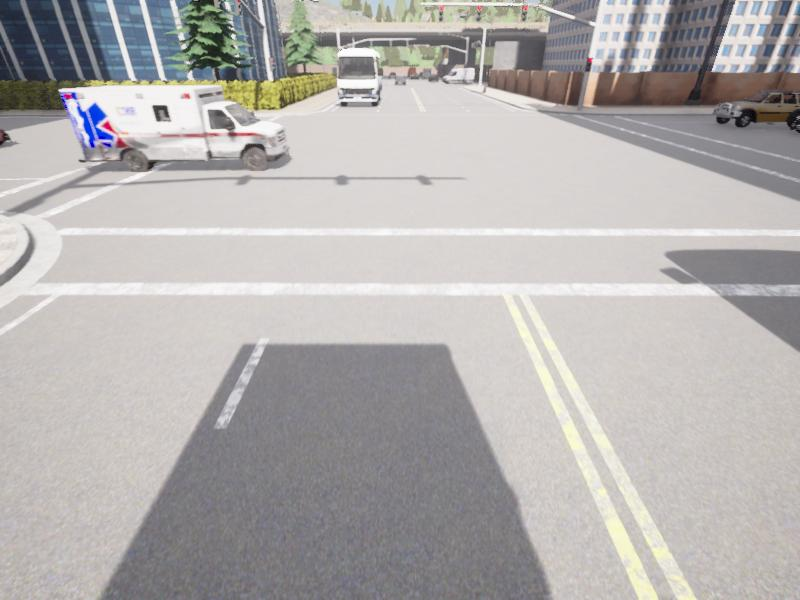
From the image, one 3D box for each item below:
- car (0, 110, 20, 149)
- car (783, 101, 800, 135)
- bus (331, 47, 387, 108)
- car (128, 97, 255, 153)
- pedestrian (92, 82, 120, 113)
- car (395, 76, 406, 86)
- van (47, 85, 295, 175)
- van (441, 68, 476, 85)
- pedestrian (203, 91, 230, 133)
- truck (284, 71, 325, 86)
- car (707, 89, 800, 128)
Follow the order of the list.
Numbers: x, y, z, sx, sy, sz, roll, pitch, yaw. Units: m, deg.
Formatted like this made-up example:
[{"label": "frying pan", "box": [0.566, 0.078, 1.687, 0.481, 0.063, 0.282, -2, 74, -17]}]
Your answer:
[{"label": "car", "box": [-18.899, -6.961, 16.502, 4.181, 1.385, 1.994, 0, 30, 0]}, {"label": "car", "box": [22.069, -8.959, 19.823, 3.806, 1.475, 1.970, 0, 30, 1]}, {"label": "bus", "box": [-3.335, -20.109, 36.097, 3.944, 4.253, 10.273, 0, 30, 0]}, {"label": "car", "box": [-8.367, -7.235, 16.459, 3.866, 1.878, 1.905, -1, 30, 0]}, {"label": "pedestrian", "box": [-20.136, -13.872, 27.460, 0.751, 1.860, 0.751, 2, 30, 3]}, {"label": "car", "box": [0.080, -37.478, 68.471, 1.812, 1.442, 4.674, 0, 30, 0]}, {"label": "van", "box": [-7.118, -5.705, 13.315, 6.366, 2.431, 2.351, 0, 30, -1]}, {"label": "van", "box": [10.661, -41.117, 73.500, 5.915, 2.561, 1.988, -9, 31, -14]}, {"label": "pedestrian", "box": [-9.390, -9.645, 20.553, 0.751, 1.860, 0.751, -4, 31, -6]}, {"label": "truck", "box": [-16.209, -37.670, 68.081, 6.274, 2.098, 2.390, 0, 30, 0]}, {"label": "car", "box": [20.757, -10.894, 22.729, 4.605, 1.855, 1.932, 1, 30, 2]}]
